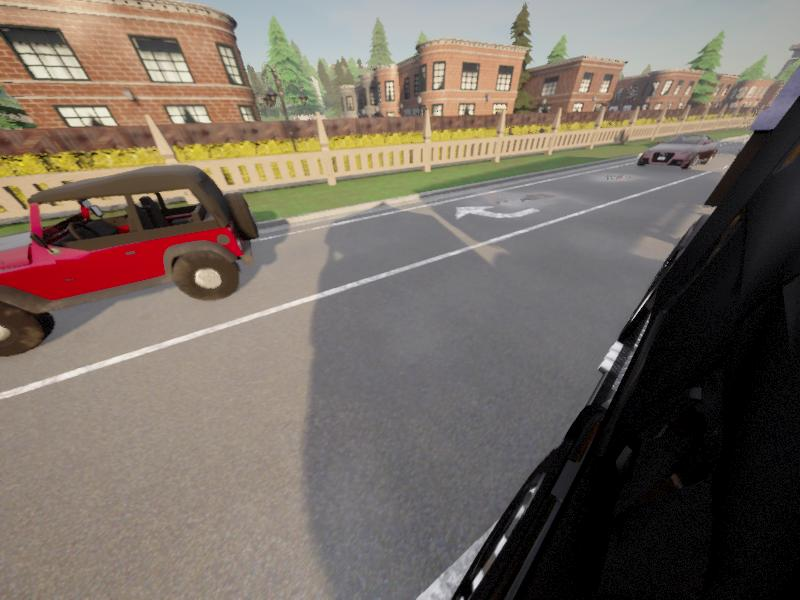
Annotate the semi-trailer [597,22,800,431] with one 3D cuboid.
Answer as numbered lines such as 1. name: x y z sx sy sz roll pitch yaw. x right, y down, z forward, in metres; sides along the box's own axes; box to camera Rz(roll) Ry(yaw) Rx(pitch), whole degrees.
1. semi-trailer: 8.796 -3.533 4.133 14.254 4.402 2.717 -27 42 -29

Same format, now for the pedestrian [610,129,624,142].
1. pedestrian: 22.552 -17.097 24.001 0.500 1.100 0.500 -21 40 -22

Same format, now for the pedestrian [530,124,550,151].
1. pedestrian: 11.981 -13.940 19.838 0.751 1.860 0.751 -20 40 -22

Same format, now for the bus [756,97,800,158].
1. bus: 26.550 -10.931 13.030 10.273 4.253 3.944 -20 40 -22

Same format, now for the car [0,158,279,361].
1. car: -4.415 -0.906 3.644 3.866 1.878 1.905 -20 40 -22

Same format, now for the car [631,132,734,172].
1. car: 14.641 -7.792 12.050 4.181 1.385 1.994 -20 40 -22

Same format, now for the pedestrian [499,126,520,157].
1. pedestrian: 8.204 -11.959 17.427 0.751 1.860 0.751 -17 39 -19

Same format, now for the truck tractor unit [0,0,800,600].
1. truck tractor unit: 2.645 -0.295 0.351 6.516 4.208 3.053 -28 44 -30
